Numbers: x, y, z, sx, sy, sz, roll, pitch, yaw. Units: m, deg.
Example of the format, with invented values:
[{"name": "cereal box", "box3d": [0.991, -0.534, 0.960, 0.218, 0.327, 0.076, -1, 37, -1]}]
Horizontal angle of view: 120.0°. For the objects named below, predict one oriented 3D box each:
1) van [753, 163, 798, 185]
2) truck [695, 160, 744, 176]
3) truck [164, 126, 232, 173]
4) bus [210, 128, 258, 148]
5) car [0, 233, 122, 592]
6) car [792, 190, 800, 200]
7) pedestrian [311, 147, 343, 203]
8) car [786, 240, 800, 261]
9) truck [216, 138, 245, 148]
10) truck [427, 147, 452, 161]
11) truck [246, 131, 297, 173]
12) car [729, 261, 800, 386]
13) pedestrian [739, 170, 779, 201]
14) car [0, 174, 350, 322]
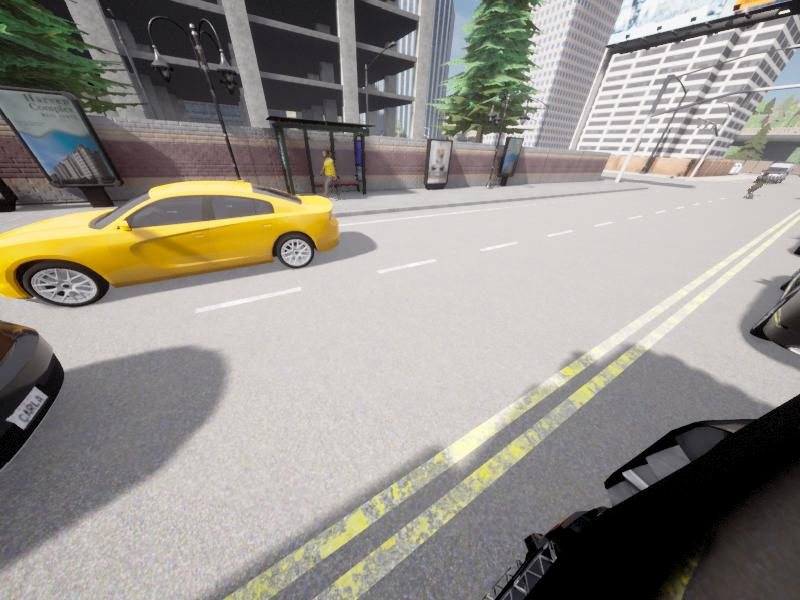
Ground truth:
[{"name": "van", "box3d": [54.639, -18.398, 33.599, 5.915, 2.561, 1.988, -16, 38, -26]}, {"name": "truck", "box3d": [67.199, -27.908, 48.709, 2.615, 2.467, 5.204, -16, 38, -26]}, {"name": "truck", "box3d": [-14.207, -10.928, 16.787, 2.615, 2.467, 5.204, -16, 38, -26]}, {"name": "bus", "box3d": [-48.602, -47.655, 68.112, 10.273, 4.253, 3.944, -16, 38, -26]}, {"name": "car", "box3d": [-4.772, 1.161, 0.480, 4.892, 1.490, 1.837, -16, 38, -26]}, {"name": "car", "box3d": [35.093, -8.368, 17.422, 5.566, 2.045, 2.150, 6, 34, 5]}, {"name": "pedestrian", "box3d": [-2.879, -5.002, 9.258, 0.751, 1.860, 0.751, -23, 42, -34]}, {"name": "car", "box3d": [13.676, -1.920, 6.390, 4.611, 1.667, 2.242, -16, 38, -26]}, {"name": "truck", "box3d": [-48.148, -44.737, 65.704, 6.274, 2.098, 2.390, -16, 38, -26]}, {"name": "truck", "box3d": [9.024, -33.892, 53.461, 2.627, 2.467, 5.204, -16, 38, -26]}, {"name": "truck", "box3d": [-10.481, -11.991, 18.677, 2.615, 2.467, 5.204, -16, 38, -26]}, {"name": "car", "box3d": [7.289, -0.094, 3.172, 5.238, 1.638, 1.930, -16, 38, -26]}, {"name": "pedestrian", "box3d": [25.850, -8.256, 16.661, 0.751, 1.860, 0.751, -18, 39, -29]}, {"name": "car", "box3d": [-3.724, -1.390, 4.364, 5.008, 1.535, 1.882, -16, 38, -26]}]
